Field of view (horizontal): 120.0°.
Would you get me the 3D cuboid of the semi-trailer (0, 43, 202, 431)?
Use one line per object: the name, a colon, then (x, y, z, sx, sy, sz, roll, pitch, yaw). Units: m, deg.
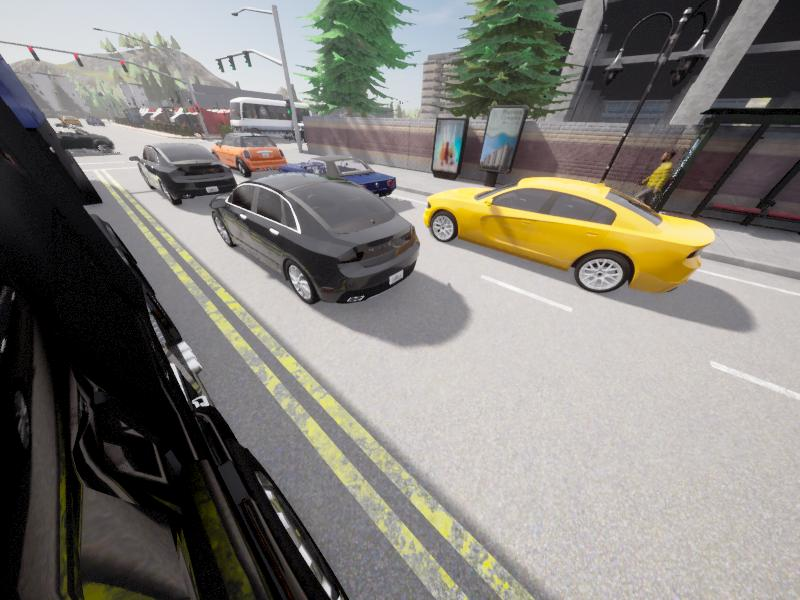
semi-trailer: (-8.696, -3.608, 4.225, 14.254, 4.402, 2.717, 28, 44, 30)

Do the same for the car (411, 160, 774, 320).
car: (2.834, -1.748, 4.874, 5.008, 1.535, 1.882, 28, 44, 30)

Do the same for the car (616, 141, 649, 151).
car: (55.042, -36.689, 54.841, 5.366, 1.575, 1.801, 28, 44, 30)

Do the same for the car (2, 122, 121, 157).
car: (-20.460, -9.883, 14.218, 1.789, 1.549, 3.705, 27, 43, 29)

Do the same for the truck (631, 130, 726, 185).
truck: (17.256, -9.272, 14.792, 2.615, 2.467, 5.204, 28, 44, 30)

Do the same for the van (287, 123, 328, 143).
van: (-12.250, -22.470, 31.083, 2.069, 2.038, 4.480, 24, 42, 26)

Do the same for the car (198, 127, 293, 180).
car: (-7.820, -7.547, 11.730, 4.553, 1.767, 2.097, 28, 44, 30)

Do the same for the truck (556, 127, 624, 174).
truck: (13.953, -11.031, 16.932, 2.615, 2.467, 5.204, 28, 44, 30)

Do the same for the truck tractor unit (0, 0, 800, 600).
truck tractor unit: (-2.645, -0.295, 0.351, 6.516, 4.208, 3.053, 28, 44, 30)

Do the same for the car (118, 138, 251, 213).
car: (-7.406, -4.460, 7.885, 4.892, 1.490, 1.837, 28, 44, 30)

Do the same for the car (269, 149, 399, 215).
car: (-2.472, -4.485, 8.396, 4.718, 1.301, 1.895, 28, 44, 30)

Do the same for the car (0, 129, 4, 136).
car: (-40.065, -16.501, 21.827, 5.366, 1.575, 1.801, 29, 44, 31)

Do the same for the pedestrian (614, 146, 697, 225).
pedestrian: (7.153, -3.259, 6.602, 0.751, 1.860, 0.751, 29, 44, 31)

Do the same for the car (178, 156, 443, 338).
car: (-1.889, -1.514, 4.300, 4.892, 1.490, 1.837, 28, 44, 30)

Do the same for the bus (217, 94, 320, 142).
bus: (-16.508, -23.503, 30.348, 3.944, 4.253, 10.273, 28, 44, 30)

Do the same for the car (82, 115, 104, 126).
car: (-66.273, -38.705, 49.783, 4.856, 1.649, 2.033, 28, 44, 30)

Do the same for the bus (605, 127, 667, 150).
bus: (61.492, -42.481, 60.717, 10.273, 4.253, 3.944, 28, 44, 30)

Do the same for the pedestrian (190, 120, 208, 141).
pedestrian: (-22.907, -19.370, 26.384, 0.751, 1.860, 0.751, 25, 42, 27)
